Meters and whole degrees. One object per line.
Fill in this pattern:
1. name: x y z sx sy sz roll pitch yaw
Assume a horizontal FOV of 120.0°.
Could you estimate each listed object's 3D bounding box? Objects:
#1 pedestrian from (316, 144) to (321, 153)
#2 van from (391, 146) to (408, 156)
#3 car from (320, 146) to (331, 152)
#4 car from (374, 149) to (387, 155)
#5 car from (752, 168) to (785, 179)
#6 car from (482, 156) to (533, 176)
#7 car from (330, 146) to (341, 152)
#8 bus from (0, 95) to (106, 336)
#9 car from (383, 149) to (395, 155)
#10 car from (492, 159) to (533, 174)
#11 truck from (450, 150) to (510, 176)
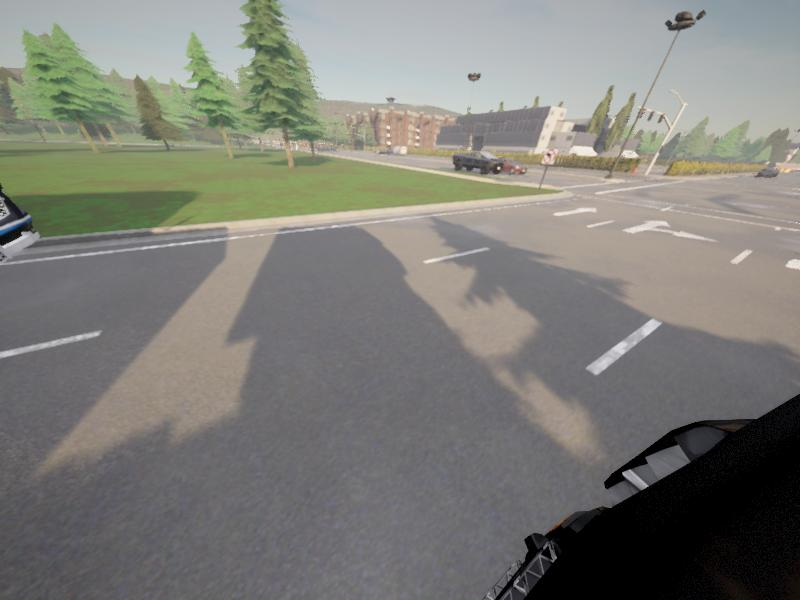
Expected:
1. pedestrian: -20.676 -38.472 58.712 0.751 1.860 0.751 -16 38 -25
2. van: -0.283 -48.633 75.242 2.351 2.431 6.366 -16 38 -26
3. car: -26.146 -53.024 80.906 2.038 1.542 4.974 -17 38 -27
4. car: -6.156 -46.315 72.158 2.038 1.542 4.974 -16 38 -26
5. car: 65.098 -22.391 40.781 4.902 1.511 2.128 -16 38 -26
6. car: 12.494 -15.850 27.273 2.152 1.651 5.027 -17 38 -26
7. car: -22.847 -53.677 82.064 2.033 1.649 4.856 -17 38 -27
8. bus: -10.127 -0.712 0.490 10.273 4.253 3.944 -16 38 -26
9. car: -3.521 -47.533 74.254 1.812 1.442 4.674 -16 38 -26
10. car: 14.568 -17.526 30.174 1.994 1.385 4.181 -17 38 -26
11. truck: 8.889 -15.734 26.424 2.390 2.098 6.274 -17 38 -26
